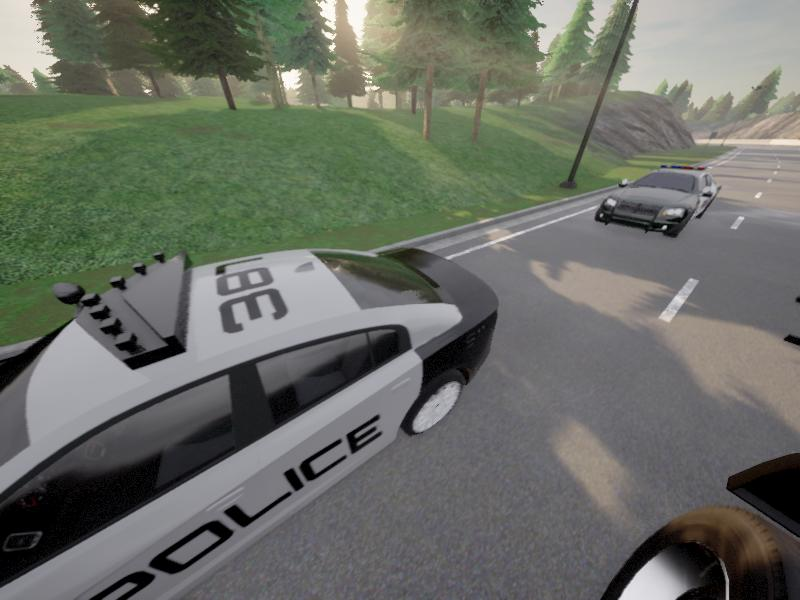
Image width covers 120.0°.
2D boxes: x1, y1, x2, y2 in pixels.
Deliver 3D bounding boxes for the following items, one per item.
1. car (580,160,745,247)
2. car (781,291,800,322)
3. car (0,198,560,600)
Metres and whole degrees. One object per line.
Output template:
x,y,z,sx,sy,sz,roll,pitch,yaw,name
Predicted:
8.238,-3.283,7.237,4.974,1.542,2.038,-22,41,-28,car
8.195,-0.407,3.265,4.181,1.385,1.994,-18,38,-23,car
-1.469,0.625,1.656,5.238,1.638,1.930,-22,40,-28,car
